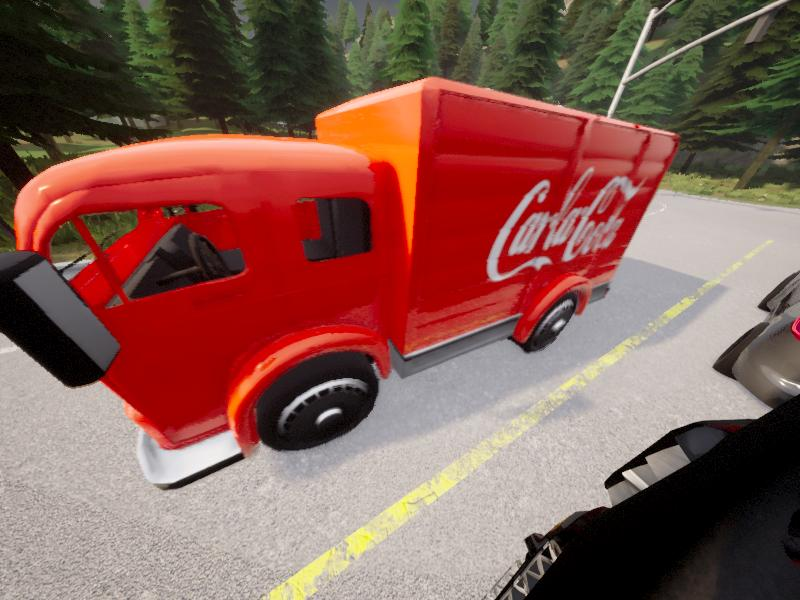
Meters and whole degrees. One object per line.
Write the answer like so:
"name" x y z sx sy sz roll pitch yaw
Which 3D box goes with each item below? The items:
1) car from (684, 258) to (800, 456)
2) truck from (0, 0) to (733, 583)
"car" 5.831 0.331 2.379 4.611 1.667 2.242 -16 38 -26
"truck" 0.233 -0.659 2.720 5.204 2.467 2.627 -15 38 -25
